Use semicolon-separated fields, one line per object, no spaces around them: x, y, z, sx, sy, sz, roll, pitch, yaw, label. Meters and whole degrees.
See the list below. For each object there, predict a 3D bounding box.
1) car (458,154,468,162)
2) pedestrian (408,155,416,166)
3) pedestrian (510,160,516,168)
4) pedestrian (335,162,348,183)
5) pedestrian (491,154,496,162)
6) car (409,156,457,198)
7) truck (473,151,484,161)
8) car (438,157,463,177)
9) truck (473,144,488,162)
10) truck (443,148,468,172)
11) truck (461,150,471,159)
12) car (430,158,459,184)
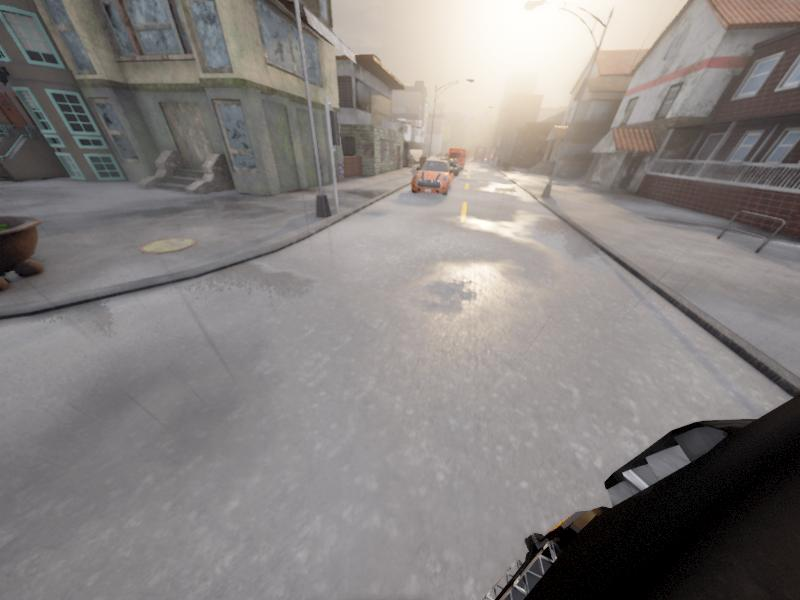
16.136;-36.072;58.706;2.033;1.411;5.357;10;34;11;car
1.671;-19.422;32.163;0.751;1.300;0.751;-7;35;-15;pedestrian
19.432;-23.355;39.742;0.500;1.100;0.500;9;34;9;pedestrian
-3.789;-8.269;14.998;0.500;1.100;0.500;11;34;12;pedestrian
25.334;-38.429;62.379;0.751;1.860;0.751;15;35;17;pedestrian
2.128;-7.623;14.098;2.097;1.767;4.553;10;34;11;car
24.948;-45.855;73.282;2.627;2.467;5.204;10;34;11;truck
5.533;-14.480;25.007;2.038;1.542;4.974;10;34;11;car
22.356;-41.059;64.566;2.891;3.827;8.468;10;34;11;truck
7.531;-18.903;31.015;2.627;2.467;5.204;10;34;11;truck
21.913;-48.252;76.670;2.627;2.467;5.204;10;34;11;truck
3.805;-10.984;19.500;1.851;1.617;3.988;10;34;11;car
